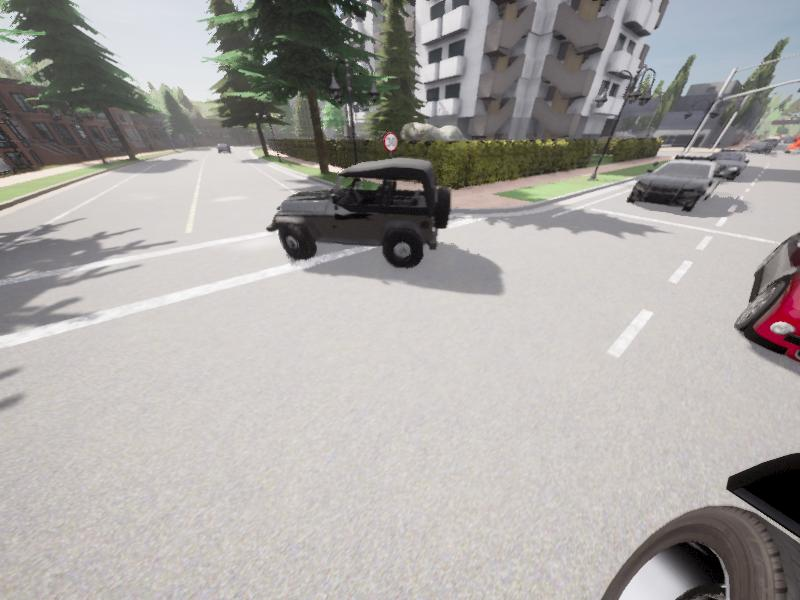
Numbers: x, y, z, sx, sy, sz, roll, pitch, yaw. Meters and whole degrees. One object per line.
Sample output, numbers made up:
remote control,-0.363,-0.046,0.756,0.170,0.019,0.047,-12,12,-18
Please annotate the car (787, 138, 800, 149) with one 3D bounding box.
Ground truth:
car,83.507,-32.657,48.193,4.553,1.767,2.097,-23,41,-28

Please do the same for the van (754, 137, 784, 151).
van,67.344,-28.474,42.141,4.480,2.038,2.069,-23,41,-28

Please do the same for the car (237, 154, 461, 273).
car,-0.819,-2.030,5.147,3.866,1.878,1.905,5,37,7

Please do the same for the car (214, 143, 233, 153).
car,-32.759,-28.290,42.957,2.033,1.411,5.357,-17,39,-22

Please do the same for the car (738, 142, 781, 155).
car,54.102,-22.868,34.779,4.674,1.442,1.812,-12,37,-16

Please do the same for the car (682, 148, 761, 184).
car,20.653,-8.709,14.814,4.974,1.542,2.038,-23,41,-28

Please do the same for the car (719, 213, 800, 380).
car,6.278,-0.171,2.839,3.806,1.475,1.970,-23,41,-28

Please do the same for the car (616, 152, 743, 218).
car,11.192,-4.789,9.218,5.238,1.638,1.930,-23,41,-28

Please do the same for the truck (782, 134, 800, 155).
truck,60.082,-23.123,34.214,5.204,2.467,2.627,-23,41,-28
